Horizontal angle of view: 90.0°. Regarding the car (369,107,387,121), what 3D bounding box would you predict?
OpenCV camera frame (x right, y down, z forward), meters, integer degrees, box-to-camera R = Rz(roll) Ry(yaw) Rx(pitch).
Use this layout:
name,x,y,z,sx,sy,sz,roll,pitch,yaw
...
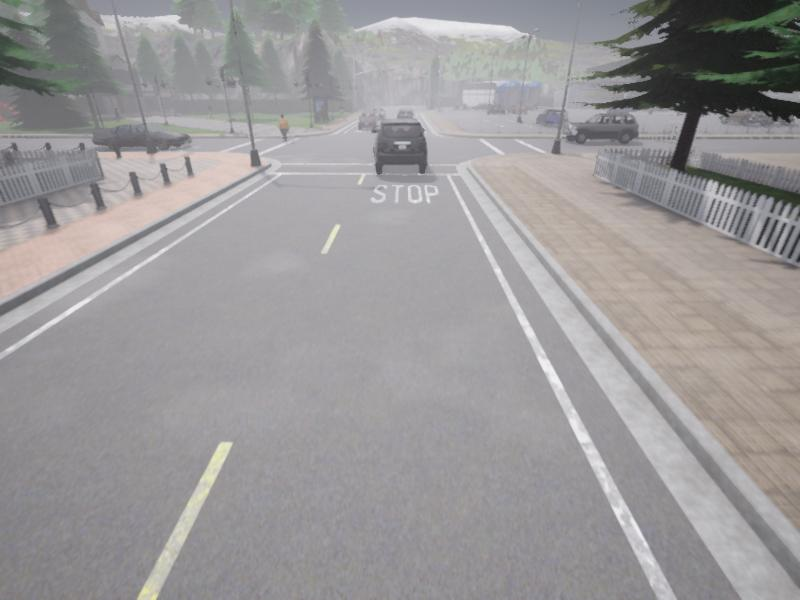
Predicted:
name,x,y,z,sx,sy,sz,roll,pitch,yaw
car,-2.760,-23.680,50.781,1.970,1.475,3.806,0,27,1

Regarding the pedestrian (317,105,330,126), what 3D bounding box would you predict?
name,x,y,z,sx,sy,sz,roll,pitch,yaw
pedestrian,-7.526,-18.215,39.418,0.751,1.860,0.751,9,29,17

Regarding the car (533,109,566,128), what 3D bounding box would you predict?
name,x,y,z,sx,sy,sz,roll,pitch,yaw
car,14.530,-17.772,39.022,1.845,1.501,3.633,0,27,1

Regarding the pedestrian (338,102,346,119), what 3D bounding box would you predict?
name,x,y,z,sx,sy,sz,roll,pitch,yaw
pedestrian,-7.091,-23.141,48.943,0.751,1.860,0.751,-7,28,-13

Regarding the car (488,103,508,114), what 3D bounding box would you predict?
name,x,y,z,sx,sy,sz,roll,pitch,yaw
car,15.109,-29.757,62.125,2.007,1.523,4.514,0,27,1

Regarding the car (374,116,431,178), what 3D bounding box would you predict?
name,x,y,z,sx,sy,sz,roll,pitch,yaw
car,-0.065,-7.000,17.866,2.150,2.045,5.566,-2,27,-3

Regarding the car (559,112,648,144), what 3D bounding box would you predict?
name,x,y,z,sx,sy,sz,roll,pitch,yaw
car,13.404,-11.471,26.664,4.605,1.855,1.932,1,27,1

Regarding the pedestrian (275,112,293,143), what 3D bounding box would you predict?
name,x,y,z,sx,sy,sz,roll,pitch,yaw
pedestrian,-7.778,-11.608,26.958,0.751,1.860,0.751,1,27,2

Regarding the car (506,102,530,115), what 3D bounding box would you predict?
name,x,y,z,sx,sy,sz,roll,pitch,yaw
car,18.247,-29.759,62.103,2.152,1.636,5.027,0,27,1

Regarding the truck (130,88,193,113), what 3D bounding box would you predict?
name,x,y,z,sx,sy,sz,roll,pitch,yaw
truck,-41.653,-35.066,70.316,8.468,3.827,2.891,-9,29,-16

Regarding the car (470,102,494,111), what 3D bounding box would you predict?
name,x,y,z,sx,sy,sz,roll,pitch,yaw
car,15.719,-37.187,76.856,4.193,1.474,1.816,1,27,1

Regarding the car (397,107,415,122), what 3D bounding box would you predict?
name,x,y,z,sx,sy,sz,roll,pitch,yaw
car,0.721,-22.777,49.021,2.163,1.488,4.792,0,27,1

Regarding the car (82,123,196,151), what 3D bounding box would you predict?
name,x,y,z,sx,sy,sz,roll,pitch,yaw
car,-15.652,-9.930,24.270,5.357,1.411,2.033,1,27,1

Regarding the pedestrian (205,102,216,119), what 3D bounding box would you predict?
name,x,y,z,sx,sy,sz,roll,pitch,yaw
pedestrian,-23.498,-23.442,49.560,0.751,1.860,0.751,-20,33,-33

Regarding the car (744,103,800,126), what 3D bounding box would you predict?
name,x,y,z,sx,sy,sz,roll,pitch,yaw
car,36.020,-17.956,38.688,1.905,1.878,3.866,0,27,1

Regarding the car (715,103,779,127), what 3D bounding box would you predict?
name,x,y,z,sx,sy,sz,roll,pitch,yaw
car,33.106,-17.776,38.391,1.932,1.855,4.605,0,27,1

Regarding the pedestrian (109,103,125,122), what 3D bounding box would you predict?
name,x,y,z,sx,sy,sz,roll,pitch,yaw
pedestrian,-31.464,-20.807,44.477,0.751,1.860,0.751,18,32,31

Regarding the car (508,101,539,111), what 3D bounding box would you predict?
name,x,y,z,sx,sy,sz,roll,pitch,yaw
car,23.630,-37.160,76.618,5.238,1.638,1.930,1,27,1

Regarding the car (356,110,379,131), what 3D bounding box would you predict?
name,x,y,z,sx,sy,sz,roll,pitch,yaw
car,-2.951,-16.810,37.410,1.789,1.549,3.705,0,27,1
